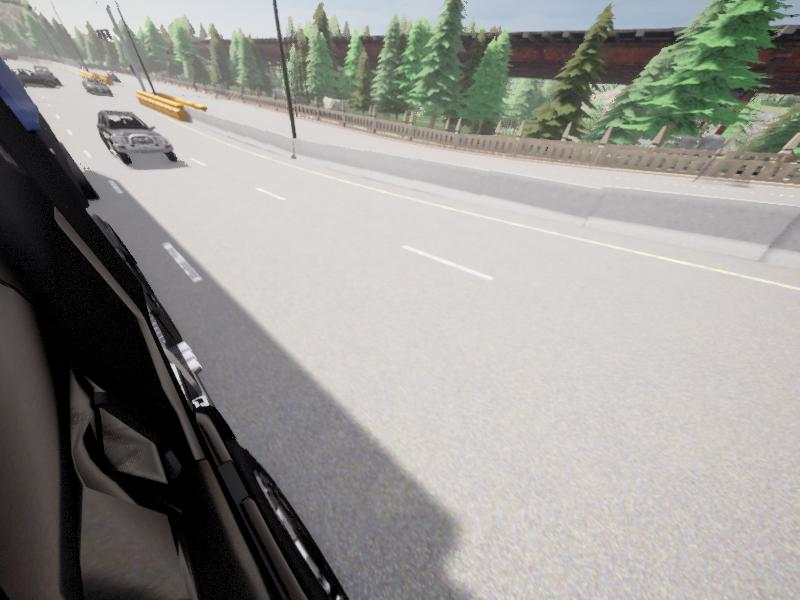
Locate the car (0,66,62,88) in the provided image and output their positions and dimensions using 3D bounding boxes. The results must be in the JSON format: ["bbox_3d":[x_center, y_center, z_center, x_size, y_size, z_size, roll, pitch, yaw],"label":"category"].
[{"bbox_3d":[-48.041,-28.860,29.984,1.851,1.617,3.988,21,42,14],"label":"car"}]

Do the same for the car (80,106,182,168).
[{"bbox_3d":[-12.847,-7.878,11.059,4.605,1.855,1.932,30,45,28],"label":"car"}]

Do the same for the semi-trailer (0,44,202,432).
[{"bbox_3d":[-8.687,-3.678,4.140,14.254,4.402,2.717,29,44,29],"label":"semi-trailer"}]

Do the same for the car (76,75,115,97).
[{"bbox_3d":[-40.689,-28.582,30.897,5.027,1.651,2.152,33,46,26],"label":"car"}]

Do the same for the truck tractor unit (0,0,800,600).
[{"bbox_3d":[-2.645,-0.295,0.351,6.516,4.208,3.053,28,44,30],"label":"truck tractor unit"}]
